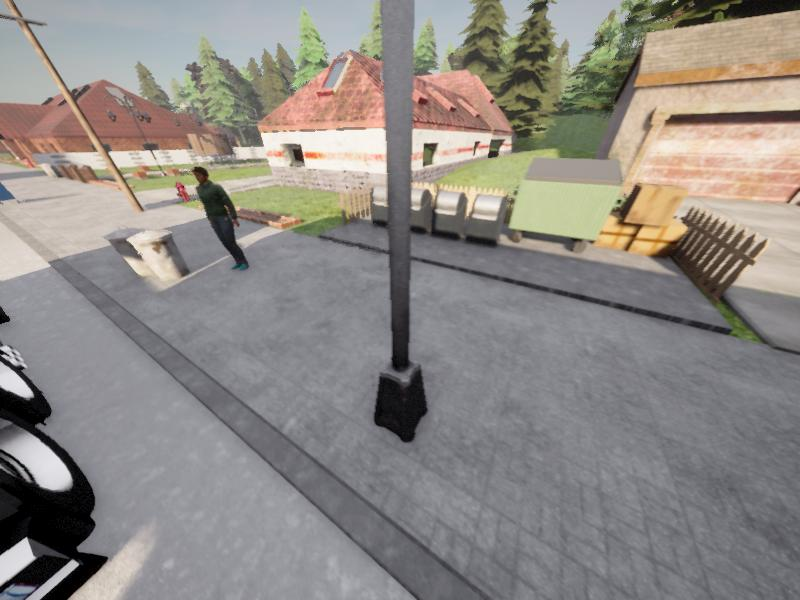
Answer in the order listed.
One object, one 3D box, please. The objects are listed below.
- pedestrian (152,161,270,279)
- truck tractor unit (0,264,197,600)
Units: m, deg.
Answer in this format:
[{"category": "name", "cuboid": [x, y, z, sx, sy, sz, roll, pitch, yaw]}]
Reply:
[{"category": "pedestrian", "cuboid": [-3.261, -1.418, 4.217, 0.751, 1.860, 0.751, 9, 36, 13]}, {"category": "truck tractor unit", "cuboid": [-5.110, -0.300, 0.782, 6.516, 4.208, 3.053, 18, 39, 24]}]
